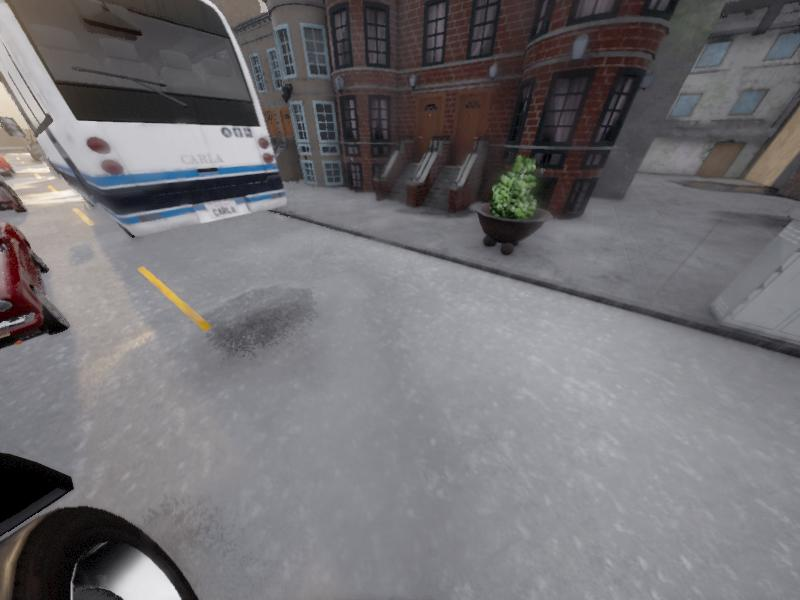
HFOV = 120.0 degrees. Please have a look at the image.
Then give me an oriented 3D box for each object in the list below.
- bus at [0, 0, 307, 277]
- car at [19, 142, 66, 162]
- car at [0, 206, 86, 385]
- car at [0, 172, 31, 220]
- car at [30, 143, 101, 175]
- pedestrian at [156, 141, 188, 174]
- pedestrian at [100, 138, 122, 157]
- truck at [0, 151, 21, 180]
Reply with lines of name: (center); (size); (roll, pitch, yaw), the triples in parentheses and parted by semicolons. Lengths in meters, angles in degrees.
bus: (-8.081, -4.716, 6.823); (10.273, 4.253, 3.944); (21, 40, 30)
car: (-39.258, -16.338, 25.365); (4.856, 1.649, 2.033); (23, 41, 28)
car: (-6.520, -0.244, 3.081); (4.718, 1.301, 1.895); (22, 41, 28)
car: (-14.906, -3.670, 7.809); (4.181, 1.385, 1.994); (22, 41, 28)
car: (-25.063, -10.704, 17.338); (4.553, 1.767, 2.097); (22, 41, 28)
pedestrian: (-15.554, -9.743, 15.773); (0.751, 1.860, 0.751); (25, 42, 31)
pedestrian: (-34.932, -18.413, 27.919); (0.751, 1.860, 0.751); (17, 38, 22)
truck: (-26.510, -8.807, 14.063); (5.204, 2.467, 2.627); (22, 41, 28)
